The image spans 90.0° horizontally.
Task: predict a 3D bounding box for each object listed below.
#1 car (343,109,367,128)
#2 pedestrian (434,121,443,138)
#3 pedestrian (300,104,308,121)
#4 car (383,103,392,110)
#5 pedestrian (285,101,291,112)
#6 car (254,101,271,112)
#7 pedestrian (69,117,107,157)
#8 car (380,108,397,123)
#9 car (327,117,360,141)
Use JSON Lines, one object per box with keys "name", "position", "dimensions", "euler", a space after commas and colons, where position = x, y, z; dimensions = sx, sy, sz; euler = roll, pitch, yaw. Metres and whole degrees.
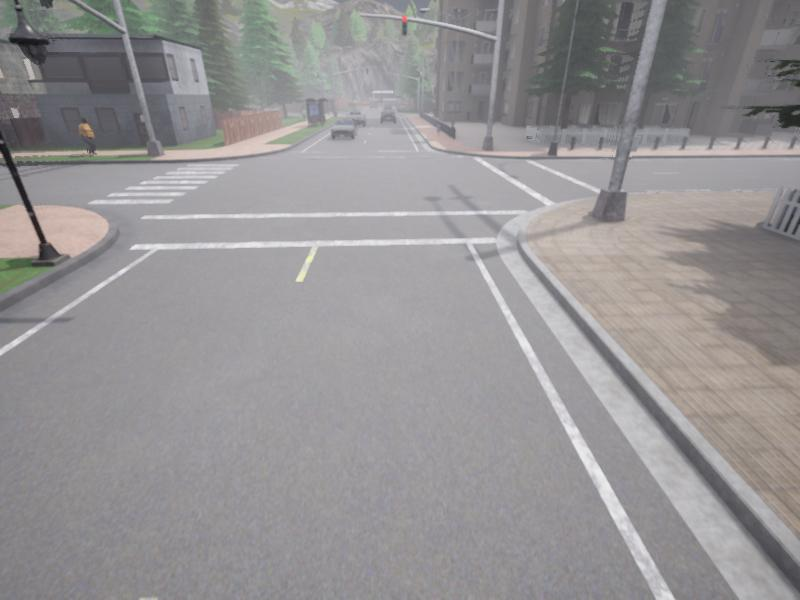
{"name": "car", "position": [-4.766, -19.705, 43.404], "dimensions": [2.152, 1.651, 5.027], "euler": [-1, 27, -1]}
{"name": "pedestrian", "position": [2.932, -12.973, 30.444], "dimensions": [0.500, 1.100, 0.500], "euler": [-2, 27, -3]}
{"name": "pedestrian", "position": [-11.927, -23.228, 49.628], "dimensions": [0.751, 1.860, 0.751], "euler": [-2, 27, -5]}
{"name": "car", "position": [-2.940, -46.393, 95.781], "dimensions": [2.128, 1.511, 4.902], "euler": [-1, 27, -1]}
{"name": "pedestrian", "position": [-21.743, -37.714, 77.909], "dimensions": [0.751, 1.860, 0.751], "euler": [0, 27, 1]}
{"name": "car", "position": [-27.482, -38.940, 80.353], "dimensions": [1.932, 1.855, 4.605], "euler": [-1, 27, -3]}
{"name": "pedestrian", "position": [-15.995, -8.369, 20.536], "dimensions": [0.751, 1.860, 0.751], "euler": [6, 28, 12]}
{"name": "car", "position": [-1.517, -23.674, 51.271], "dimensions": [2.038, 1.542, 4.974], "euler": [-1, 27, -2]}
{"name": "car", "position": [-4.407, -13.819, 32.149], "dimensions": [2.033, 1.411, 5.357], "euler": [-1, 27, -1]}
